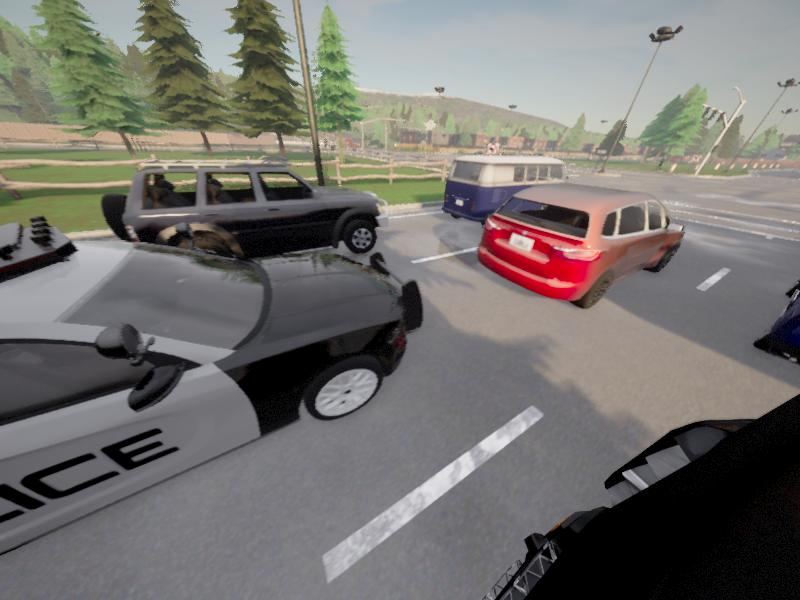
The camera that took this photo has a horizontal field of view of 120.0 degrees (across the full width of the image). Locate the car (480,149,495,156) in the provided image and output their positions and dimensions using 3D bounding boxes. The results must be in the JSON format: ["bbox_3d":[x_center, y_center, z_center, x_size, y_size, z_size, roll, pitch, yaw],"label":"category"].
[{"bbox_3d":[30.409,-50.881,79.909,4.605,1.855,1.932,-16,38,-26],"label":"car"}]

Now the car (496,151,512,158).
[{"bbox_3d":[33.729,-47.313,74.880,4.553,1.767,2.097,-16,38,-26],"label":"car"}]

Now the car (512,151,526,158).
[{"bbox_3d":[40.077,-49.200,78.019,3.866,1.878,1.905,-16,38,-26],"label":"car"}]

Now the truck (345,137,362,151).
[{"bbox_3d":[-16.219,-54.024,79.891,2.891,3.827,8.468,-16,38,-25],"label":"truck"}]

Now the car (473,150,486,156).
[{"bbox_3d":[28.436,-52.394,82.390,4.193,1.474,1.816,-16,38,-26],"label":"car"}]

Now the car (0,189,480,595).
[{"bbox_3d":[-2.182,0.332,1.742,5.238,1.638,1.930,-16,38,-25],"label":"car"}]

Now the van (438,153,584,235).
[{"bbox_3d":[3.730,-3.766,7.913,4.442,1.987,1.775,-16,38,-25],"label":"van"}]

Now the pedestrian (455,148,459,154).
[{"bbox_3d":[21.863,-57.237,88.538,0.751,1.860,0.751,-16,38,-25],"label":"pedestrian"}]

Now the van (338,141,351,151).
[{"bbox_3d":[-18.755,-52.032,78.016,2.351,2.431,6.366,-16,38,-25],"label":"van"}]

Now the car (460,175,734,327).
[{"bbox_3d":[3.877,-1.434,4.730,4.611,1.667,2.242,-16,38,-26],"label":"car"}]

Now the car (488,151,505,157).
[{"bbox_3d":[32.369,-49.066,77.626,5.366,1.575,1.801,-16,38,-26],"label":"car"}]

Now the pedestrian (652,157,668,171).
[{"bbox_3d":[40.195,-21.004,35.700,0.751,1.860,0.751,-14,37,-22],"label":"pedestrian"}]

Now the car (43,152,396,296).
[{"bbox_3d":[-2.583,-1.896,4.824,4.605,1.855,1.932,-16,38,-25],"label":"car"}]

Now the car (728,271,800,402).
[{"bbox_3d":[6.587,0.182,2.829,4.718,1.301,1.895,-16,38,-25],"label":"car"}]
